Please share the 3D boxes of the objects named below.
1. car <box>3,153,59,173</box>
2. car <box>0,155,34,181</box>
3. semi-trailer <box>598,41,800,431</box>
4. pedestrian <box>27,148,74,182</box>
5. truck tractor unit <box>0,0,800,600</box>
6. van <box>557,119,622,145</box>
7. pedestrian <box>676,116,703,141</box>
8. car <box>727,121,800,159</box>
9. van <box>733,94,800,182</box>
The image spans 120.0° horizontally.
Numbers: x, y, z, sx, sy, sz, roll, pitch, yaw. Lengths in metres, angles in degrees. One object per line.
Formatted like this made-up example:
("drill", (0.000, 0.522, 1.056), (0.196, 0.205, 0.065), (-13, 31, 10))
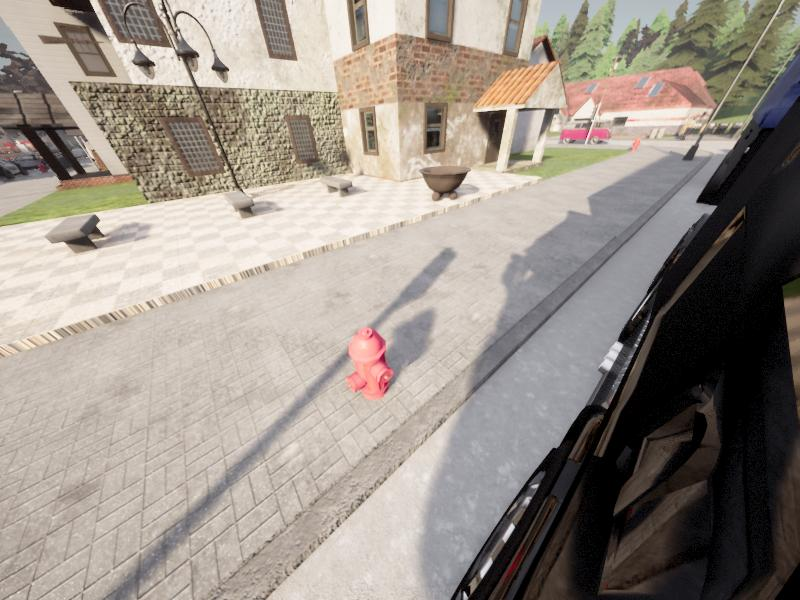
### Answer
("car", (-38.634, -14.509, 24.354), (1.994, 1.385, 4.181), (-28, 44, -30))
("car", (-33.181, -10.783, 18.899), (2.038, 1.542, 4.974), (-28, 44, -30))
("semi-trailer", (8.680, -3.625, 4.235), (14.254, 4.402, 2.717), (-28, 44, -30))
("pedestrian", (-23.124, -8.967, 15.337), (0.751, 1.860, 0.751), (-28, 43, -29))
("truck tractor unit", (2.645, -0.295, 0.351), (6.516, 4.208, 3.053), (-28, 44, -30))
("van", (19.202, -17.215, 23.695), (1.775, 1.987, 4.442), (-28, 44, -29))
("pedestrian", (27.950, -16.596, 22.366), (0.751, 1.860, 0.751), (17, 41, 25))
("car", (21.448, -9.374, 13.457), (1.789, 1.549, 3.705), (25, 45, 32))
("van", (16.589, -6.781, 9.506), (5.915, 2.561, 1.988), (-26, 43, -28))
